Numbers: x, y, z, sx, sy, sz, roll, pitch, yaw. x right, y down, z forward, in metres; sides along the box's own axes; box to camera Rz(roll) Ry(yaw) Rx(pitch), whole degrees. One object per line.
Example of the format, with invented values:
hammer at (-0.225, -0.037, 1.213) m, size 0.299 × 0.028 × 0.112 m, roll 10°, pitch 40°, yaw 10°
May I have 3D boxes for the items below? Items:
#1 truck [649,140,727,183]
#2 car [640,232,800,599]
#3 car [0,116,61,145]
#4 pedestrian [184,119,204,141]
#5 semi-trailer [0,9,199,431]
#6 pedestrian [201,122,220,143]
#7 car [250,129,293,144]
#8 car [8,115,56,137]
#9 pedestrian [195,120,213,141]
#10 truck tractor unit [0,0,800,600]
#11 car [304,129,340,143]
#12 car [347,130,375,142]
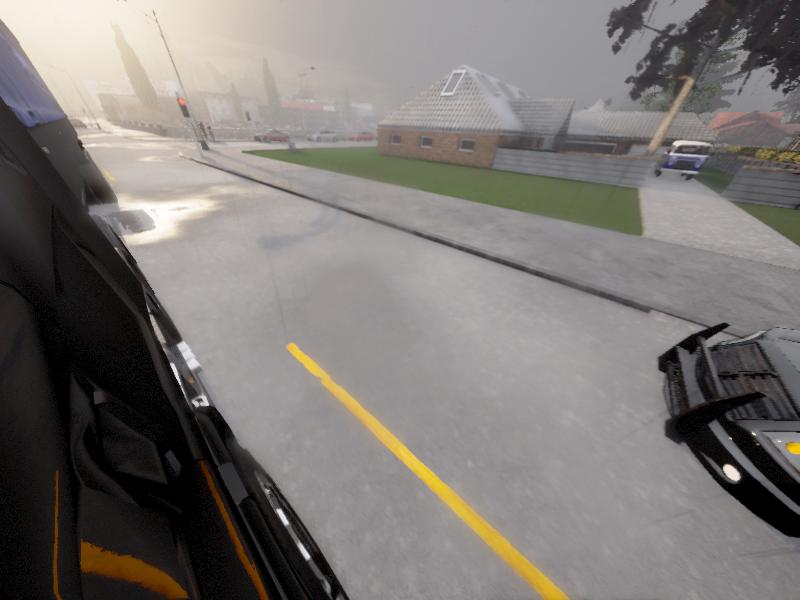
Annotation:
truck at (18.626, -9.284, 15.280) m, size 2.069 × 2.038 × 4.478 m, roll 28°, pitch 43°, yaw 30°
car at (4.446, 1.464, 0.714) m, size 4.974 × 1.542 × 2.038 m, roll 28°, pitch 44°, yaw 30°
car at (-30.293, -13.891, 18.925) m, size 4.611 × 1.667 × 2.242 m, roll 28°, pitch 44°, yaw 30°
pedestrian at (-22.892, -18.871, 25.691) m, size 0.751 × 1.860 × 0.751 m, roll 17°, pitch 39°, yaw 18°
semi-trailer at (-8.540, -3.706, 4.381) m, size 14.254 × 4.402 × 2.717 m, roll 30°, pitch 45°, yaw 31°
pedestrian at (-20.908, -18.530, 25.550) m, size 0.751 × 1.860 × 0.751 m, roll 22°, pitch 41°, yaw 23°
car at (-16.230, -20.822, 29.375) m, size 1.994 × 1.385 × 4.181 m, roll 27°, pitch 43°, yaw 29°
car at (-39.321, -18.658, 24.769) m, size 4.856 × 1.649 × 2.033 m, roll 28°, pitch 43°, yaw 30°
pedestrian at (-22.349, -19.373, 26.385) m, size 0.751 × 1.860 × 0.751 m, roll 25°, pitch 42°, yaw 27°
truck tractor unit at (-2.645, -0.295, 0.352) m, size 6.516 × 4.208 × 3.053 m, roll 28°, pitch 44°, yaw 30°
car at (-11.373, -24.209, 34.097) m, size 2.007 × 1.525 × 4.514 m, roll 28°, pitch 43°, yaw 30°
car at (-6.466, -27.580, 38.931) m, size 2.007 × 1.525 × 4.514 m, roll 28°, pitch 43°, yaw 30°
